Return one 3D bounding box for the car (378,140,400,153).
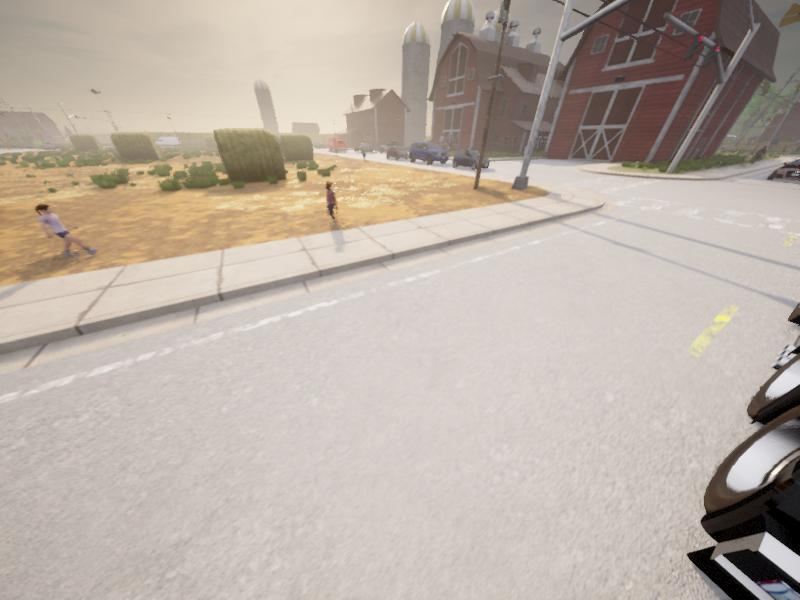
[{"bbox_3d":[-2.100,-29.937,45.047,3.866,1.878,1.905,8,41,14],"label":"car"}]

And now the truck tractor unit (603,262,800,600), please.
[{"bbox_3d":[5.104,-0.307,0.792,6.516,4.208,3.053,-18,39,-24],"label":"truck tractor unit"}]

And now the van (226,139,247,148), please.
[{"bbox_3d":[-48.135,-46.141,68.143,4.480,2.038,2.069,-18,39,-25],"label":"van"}]

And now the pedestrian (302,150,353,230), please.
[{"bbox_3d":[-1.945,-3.038,6.398,0.751,1.860,0.751,28,43,34],"label":"pedestrian"}]

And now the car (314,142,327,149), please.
[{"bbox_3d":[-23.015,-44.726,66.667,2.038,1.542,4.974,-19,39,-26],"label":"car"}]

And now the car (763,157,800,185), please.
[{"bbox_3d":[27.555,-8.886,15.822,4.181,1.385,1.994,-18,39,-25],"label":"car"}]

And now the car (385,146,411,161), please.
[{"bbox_3d":[-0.317,-19.613,30.793,1.789,1.549,3.705,-19,39,-26],"label":"car"}]

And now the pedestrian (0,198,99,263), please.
[{"bbox_3d":[-6.956,-1.403,4.667,0.500,1.100,0.500,-16,38,-22],"label":"pedestrian"}]

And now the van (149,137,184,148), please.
[{"bbox_3d":[-64.038,-43.384,63.562,5.915,2.561,1.988,-18,39,-24],"label":"van"}]

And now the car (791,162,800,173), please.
[{"bbox_3d":[38.329,-12.560,20.957,5.238,1.638,1.930,-18,39,-25],"label":"car"}]

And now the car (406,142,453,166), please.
[{"bbox_3d":[3.153,-16.574,26.022,2.150,2.045,5.566,-19,39,-25],"label":"car"}]

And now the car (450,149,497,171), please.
[{"bbox_3d":[6.681,-13.047,21.426,1.845,1.501,3.633,-19,39,-25],"label":"car"}]

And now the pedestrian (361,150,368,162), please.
[{"bbox_3d":[-3.926,-16.060,25.743,0.500,1.100,0.500,-25,42,-32],"label":"pedestrian"}]
